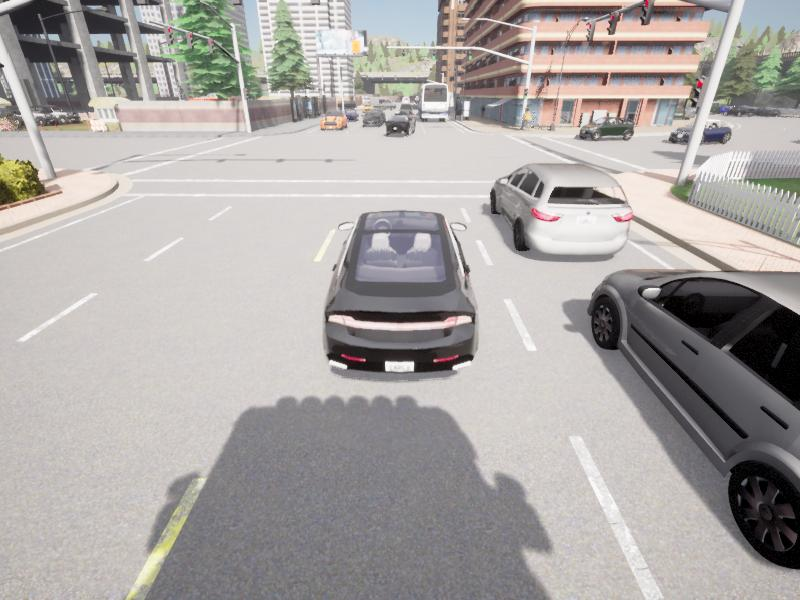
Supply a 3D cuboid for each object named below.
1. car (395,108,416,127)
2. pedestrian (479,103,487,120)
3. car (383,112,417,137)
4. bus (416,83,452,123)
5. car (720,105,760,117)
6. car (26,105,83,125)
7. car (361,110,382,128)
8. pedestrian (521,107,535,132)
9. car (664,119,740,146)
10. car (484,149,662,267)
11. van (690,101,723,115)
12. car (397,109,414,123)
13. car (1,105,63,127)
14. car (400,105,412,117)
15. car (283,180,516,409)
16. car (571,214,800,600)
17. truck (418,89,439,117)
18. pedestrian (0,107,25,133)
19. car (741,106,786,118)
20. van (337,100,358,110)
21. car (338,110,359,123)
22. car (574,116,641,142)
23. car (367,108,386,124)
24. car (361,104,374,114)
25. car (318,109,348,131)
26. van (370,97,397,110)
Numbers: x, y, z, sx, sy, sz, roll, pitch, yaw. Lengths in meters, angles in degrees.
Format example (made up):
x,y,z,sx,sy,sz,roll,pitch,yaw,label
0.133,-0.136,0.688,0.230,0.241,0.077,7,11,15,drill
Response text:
x,y,z,sx,sy,sz,roll,pitch,yaw,label
0.605,-19.990,43.758,2.242,1.667,4.611,0,27,1,car
10.588,-24.028,51.032,0.751,1.860,0.751,0,27,1,pedestrian
0.088,-14.939,33.915,1.930,1.638,5.238,5,27,9,car
4.138,-25.661,51.984,3.944,4.253,10.273,0,27,1,bus
51.402,-28.593,60.579,1.837,1.490,4.892,1,27,1,car
-36.822,-19.815,42.770,3.866,1.878,1.905,0,27,1,car
-2.904,-19.094,42.207,1.837,1.490,4.892,0,27,1,car
10.857,-15.360,34.017,0.751,1.860,0.751,3,27,5,pedestrian
20.349,-11.371,27.048,3.806,1.475,1.970,-9,29,-18,car
3.608,-2.468,9.609,2.242,1.667,4.611,1,27,1,car
51.569,-32.391,67.451,1.775,1.987,4.442,1,27,1,van
0.726,-23.167,50.254,2.033,1.411,5.357,0,27,1,car
-36.859,-18.473,40.154,3.866,1.878,1.905,0,27,1,car
0.949,-30.653,64.681,1.801,1.575,5.366,0,27,1,car
0.027,-0.617,6.176,2.128,1.511,4.902,0,27,1,car
3.494,0.484,3.923,1.851,1.617,3.988,0,27,1,car
4.463,-31.946,64.694,2.891,3.827,8.468,0,27,1,truck
-32.258,-14.965,33.256,0.751,1.860,0.751,-5,28,-9,pedestrian
54.906,-28.559,60.614,2.033,1.411,5.357,1,27,1,car
-11.808,-44.130,90.464,4.442,1.987,1.775,1,27,1,van
-6.292,-22.746,49.542,1.895,1.301,4.718,0,27,1,car
15.047,-12.478,29.121,3.705,1.549,1.789,-5,28,-10,car
-2.805,-22.385,48.621,1.837,1.490,4.892,0,27,1,car
-5.912,-35.196,73.544,1.882,1.535,5.008,0,27,1,car
-6.455,-17.656,39.076,2.097,1.767,4.553,0,27,1,car
-3.695,-44.321,90.184,5.915,2.561,1.988,1,27,1,van
